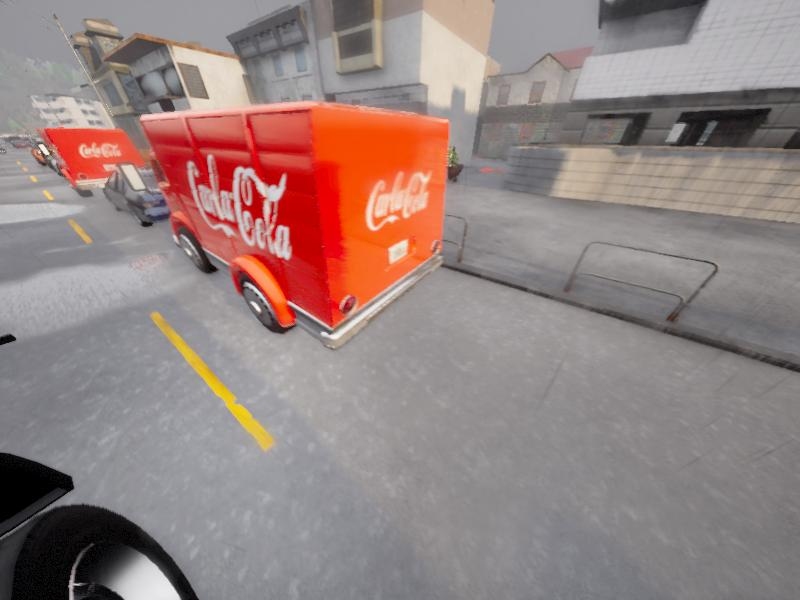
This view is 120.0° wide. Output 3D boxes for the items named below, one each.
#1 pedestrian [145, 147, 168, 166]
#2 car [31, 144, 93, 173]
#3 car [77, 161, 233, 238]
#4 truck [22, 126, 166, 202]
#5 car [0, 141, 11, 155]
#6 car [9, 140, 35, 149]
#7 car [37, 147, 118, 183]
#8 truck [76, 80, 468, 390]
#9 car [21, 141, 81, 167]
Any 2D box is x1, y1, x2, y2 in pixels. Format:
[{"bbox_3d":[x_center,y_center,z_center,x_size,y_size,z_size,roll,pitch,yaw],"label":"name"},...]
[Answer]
[{"bbox_3d":[-20.428,-12.036,19.398,0.751,1.300,0.751,22,41,27],"label":"pedestrian"},{"bbox_3d":[-26.000,-10.953,17.766,3.988,1.617,1.851,22,41,28],"label":"car"},{"bbox_3d":[-8.236,-3.607,7.722,5.357,1.411,2.033,22,41,28],"label":"car"},{"bbox_3d":[-14.157,-6.468,10.778,5.204,2.467,2.627,22,41,28],"label":"truck"},{"bbox_3d":[-55.025,-20.330,30.856,4.892,1.490,1.837,15,39,20],"label":"car"},{"bbox_3d":[-72.514,-29.874,44.308,4.181,1.385,1.994,21,40,27],"label":"car"},{"bbox_3d":[-20.473,-8.663,14.643,4.974,1.542,2.038,22,41,28],"label":"car"},{"bbox_3d":[-2.056,-1.520,3.896,5.204,2.467,2.627,22,41,28],"label":"truck"},{"bbox_3d":[-31.391,-13.230,20.774,4.553,1.767,2.097,22,41,28],"label":"car"}]
